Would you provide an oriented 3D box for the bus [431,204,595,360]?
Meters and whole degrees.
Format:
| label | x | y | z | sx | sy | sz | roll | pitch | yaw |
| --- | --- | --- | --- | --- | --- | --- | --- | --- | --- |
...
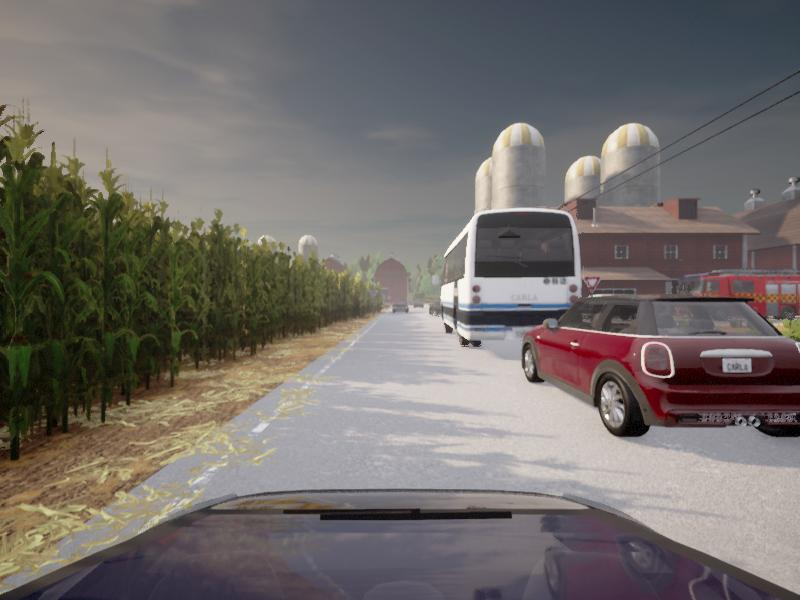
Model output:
| label | x | y | z | sx | sy | sz | roll | pitch | yaw |
| --- | --- | --- | --- | --- | --- | --- | --- | --- | --- |
| bus | 3.474 | -0.519 | 16.040 | 3.944 | 4.253 | 10.273 | 0 | 0 | 2 |

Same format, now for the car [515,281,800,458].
| label | x | y | z | sx | sy | sz | roll | pitch | yaw |
| --- | --- | --- | --- | --- | --- | --- | --- | --- | --- |
| car | 3.507 | 0.699 | 6.283 | 2.097 | 1.767 | 4.553 | 0 | 0 | 0 |

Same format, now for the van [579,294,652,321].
| label | x | y | z | sx | sy | sz | roll | pitch | yaw |
| --- | --- | --- | --- | --- | --- | --- | --- | --- | --- |
| van | 16.350 | 0.564 | 30.563 | 4.480 | 2.038 | 2.069 | 0 | 0 | 0 |

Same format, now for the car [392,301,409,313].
| label | x | y | z | sx | sy | sz | roll | pitch | yaw |
| --- | --- | --- | --- | --- | --- | --- | --- | --- | --- |
| car | 0.038 | 0.858 | 50.926 | 2.038 | 1.542 | 4.974 | 0 | 0 | -1 |

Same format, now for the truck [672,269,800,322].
| label | x | y | z | sx | sy | sz | roll | pitch | yaw |
| --- | --- | --- | --- | --- | --- | --- | --- | --- | --- |
| truck | 26.072 | -0.328 | 30.701 | 8.468 | 3.827 | 2.891 | 0 | 0 | -1 |

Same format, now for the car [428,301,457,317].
| label | x | y | z | sx | sy | sz | roll | pitch | yaw |
| --- | --- | --- | --- | --- | --- | --- | --- | --- | --- |
| car | 4.084 | 0.868 | 39.287 | 1.837 | 1.490 | 4.892 | 0 | 0 | -6 |
